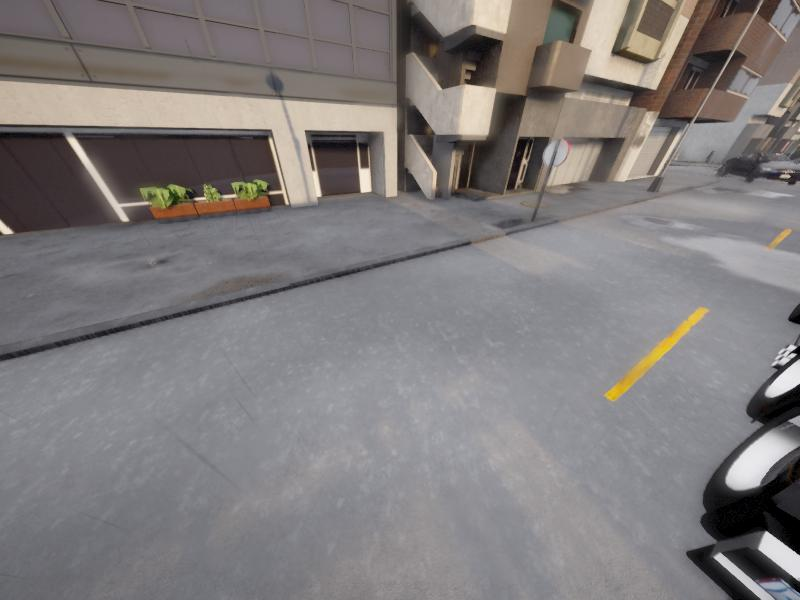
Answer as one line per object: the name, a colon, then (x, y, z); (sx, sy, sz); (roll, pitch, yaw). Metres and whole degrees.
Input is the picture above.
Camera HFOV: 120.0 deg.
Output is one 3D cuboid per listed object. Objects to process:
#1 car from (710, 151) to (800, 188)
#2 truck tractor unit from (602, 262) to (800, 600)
car: (24.514, -9.002, 15.679); (2.152, 1.651, 5.027); (17, 38, 22)
truck tractor unit: (5.107, -0.305, 0.786); (6.516, 4.208, 3.053); (-18, 39, -24)
